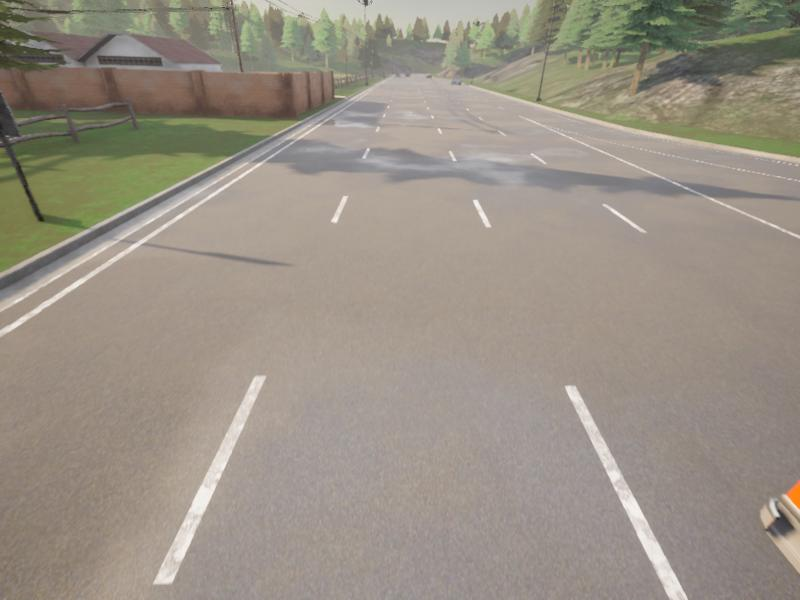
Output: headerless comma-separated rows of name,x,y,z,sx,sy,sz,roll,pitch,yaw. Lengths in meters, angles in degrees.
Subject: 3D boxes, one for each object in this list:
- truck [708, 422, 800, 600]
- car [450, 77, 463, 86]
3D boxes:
truck,3.636,2.146,0.160,2.627,2.467,5.204,2,30,0
car,12.180,-47.073,86.160,2.128,1.511,4.902,2,30,0
